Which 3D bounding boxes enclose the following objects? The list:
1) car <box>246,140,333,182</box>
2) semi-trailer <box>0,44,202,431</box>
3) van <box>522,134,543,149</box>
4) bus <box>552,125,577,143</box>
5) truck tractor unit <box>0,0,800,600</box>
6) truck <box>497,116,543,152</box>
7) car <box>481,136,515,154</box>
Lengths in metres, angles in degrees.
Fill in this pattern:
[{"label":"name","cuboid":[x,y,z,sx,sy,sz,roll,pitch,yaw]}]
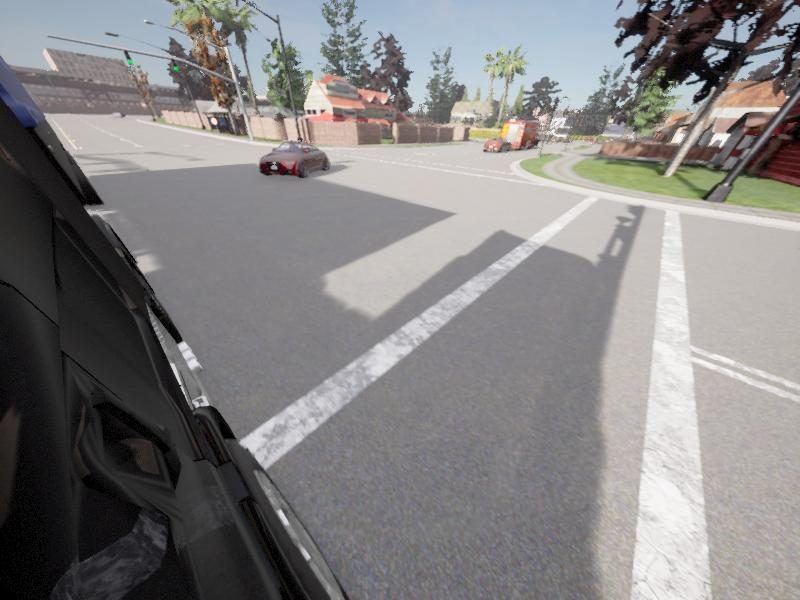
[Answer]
[{"label":"car","cuboid":[-5.342,-7.318,11.957,1.994,1.385,4.181,8,37,7]},{"label":"semi-trailer","cuboid":[-8.707,-3.583,4.241,14.254,4.402,2.717,28,44,30]},{"label":"van","cuboid":[23.272,-27.855,40.515,1.775,1.987,4.442,25,42,27]},{"label":"bus","cuboid":[53.169,-53.633,74.748,3.944,4.253,10.273,27,43,29]},{"label":"truck tractor unit","cuboid":[-2.645,-0.295,0.351,6.516,4.208,3.053,28,44,30]},{"label":"truck","cuboid":[17.879,-24.499,34.191,2.891,3.827,8.468,27,43,29]},{"label":"car","cuboid":[12.557,-19.763,29.401,2.152,1.651,5.027,27,43,29]}]
